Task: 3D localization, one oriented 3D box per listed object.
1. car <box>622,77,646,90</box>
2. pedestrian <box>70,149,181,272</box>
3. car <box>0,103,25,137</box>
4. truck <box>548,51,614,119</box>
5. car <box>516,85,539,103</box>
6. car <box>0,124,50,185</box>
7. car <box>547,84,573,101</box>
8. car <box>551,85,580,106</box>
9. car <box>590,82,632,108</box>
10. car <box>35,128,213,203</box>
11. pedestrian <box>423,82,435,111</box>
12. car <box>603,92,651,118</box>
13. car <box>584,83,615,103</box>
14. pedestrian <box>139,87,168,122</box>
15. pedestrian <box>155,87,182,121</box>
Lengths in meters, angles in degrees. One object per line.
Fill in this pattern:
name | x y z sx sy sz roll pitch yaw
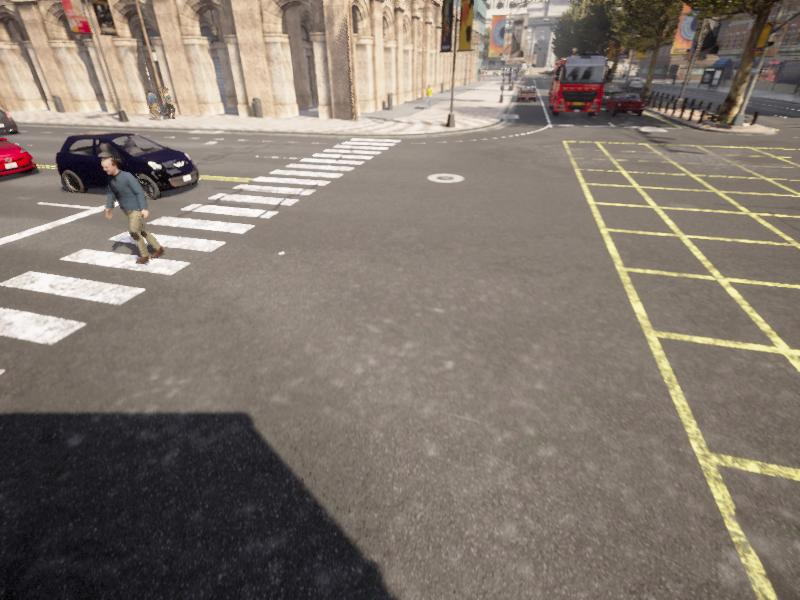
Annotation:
car | 33.937 -31.478 58.170 1.970 1.475 3.806 8 31 14
pedestrian | -4.577 -1.514 6.804 0.751 1.860 0.751 9 31 15
car | -22.461 -9.492 21.093 3.633 1.501 1.845 8 31 14
truck | 12.849 -15.856 29.295 2.891 3.827 8.468 8 31 14
car | 12.591 -20.376 39.555 1.895 1.301 4.718 8 31 13
car | -14.295 -4.742 12.843 4.514 1.525 2.007 8 31 13
car | 16.681 -21.745 41.791 1.994 1.385 4.181 7 31 13
car | 14.917 -18.574 36.264 1.970 1.475 3.806 8 31 13
car | 17.928 -17.600 34.241 2.097 1.767 4.553 8 31 14
car | -7.605 -3.858 11.242 3.633 1.501 1.845 7 31 13
pedestrian | 2.186 -15.297 30.069 0.751 1.860 0.751 8 31 14
car | 16.073 -14.019 28.613 1.895 1.301 4.718 8 31 14
car | 19.521 -20.347 39.250 1.970 1.475 3.806 8 31 14
pedestrian | -15.358 -12.173 24.926 0.751 1.860 0.751 10 32 18
pedestrian | -14.616 -12.414 25.331 0.751 1.860 0.751 5 31 9
